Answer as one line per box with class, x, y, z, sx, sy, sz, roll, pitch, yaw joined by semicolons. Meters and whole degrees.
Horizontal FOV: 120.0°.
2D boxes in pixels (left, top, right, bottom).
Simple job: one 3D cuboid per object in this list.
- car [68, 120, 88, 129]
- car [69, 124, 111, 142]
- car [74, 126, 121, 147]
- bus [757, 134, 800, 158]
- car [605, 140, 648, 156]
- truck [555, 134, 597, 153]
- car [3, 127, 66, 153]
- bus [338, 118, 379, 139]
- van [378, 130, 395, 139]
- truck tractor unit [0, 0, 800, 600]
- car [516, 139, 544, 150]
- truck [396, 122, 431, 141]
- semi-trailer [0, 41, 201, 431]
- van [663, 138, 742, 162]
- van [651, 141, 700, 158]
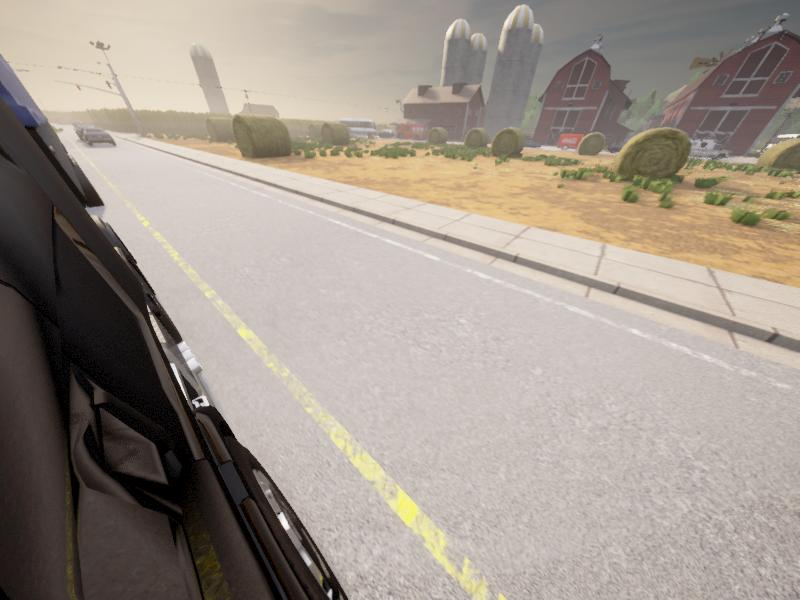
car;-80.275;-43.796;57.611;4.792;1.488;2.163;25;42;28
car;-35.027;-18.835;26.073;4.792;1.488;2.163;28;43;30
car;-29.382;-15.847;22.392;5.357;1.411;2.033;28;43;30
bus;91.931;-36.702;54.798;3.944;4.253;10.273;25;42;28
car;36.939;-24.892;37.804;4.605;1.855;1.932;25;42;27
truck;31.110;-27.807;40.951;5.204;2.467;2.627;25;42;27
car;-27.771;-12.286;17.665;4.181;1.385;1.994;28;43;30
bus;-11.479;-47.958;64.546;10.273;4.253;3.944;7;36;6
van;-3.766;-46.220;64.454;4.480;2.038;2.069;25;42;28
truck tractor unit;-2.645;-0.295;0.351;6.516;4.208;3.053;28;44;30
car;25.140;-30.103;44.650;4.181;1.385;1.994;25;43;28
truck;3.320;-43.697;59.903;8.468;3.827;2.891;25;42;27
semi-trailer;-8.708;-3.566;4.266;14.254;4.402;2.717;28;43;30
van;43.731;-21.997;33.771;6.366;2.431;2.351;25;42;27
van;44.116;-24.208;37.162;4.442;1.987;1.775;25;42;28
